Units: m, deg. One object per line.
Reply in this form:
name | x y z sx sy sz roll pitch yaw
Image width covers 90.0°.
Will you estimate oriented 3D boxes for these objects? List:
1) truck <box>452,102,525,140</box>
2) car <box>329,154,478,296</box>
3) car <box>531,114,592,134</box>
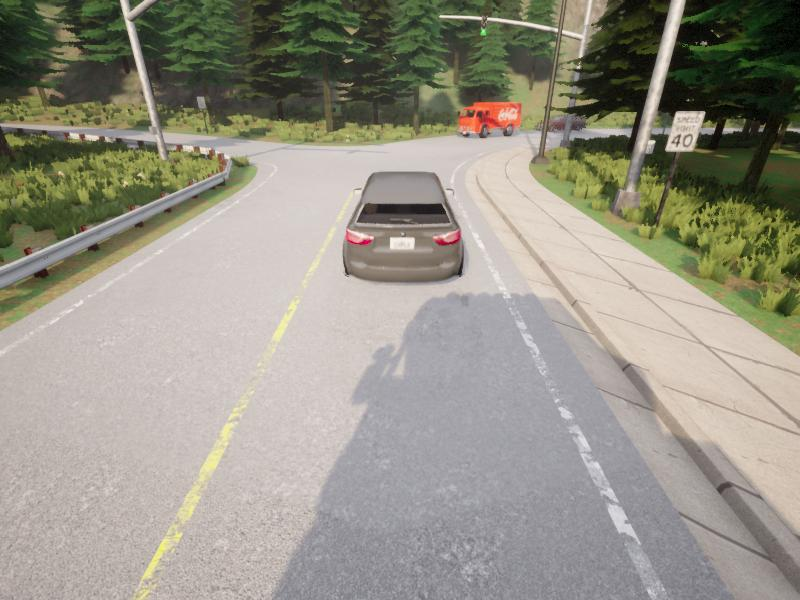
truck | 6.990 -14.209 31.551 5.204 2.467 2.627 -19 33 -32
car | 0.076 -1.872 8.430 2.242 1.667 4.611 0 27 1
car | 14.305 -15.672 35.529 4.674 1.442 1.812 -9 28 -16
